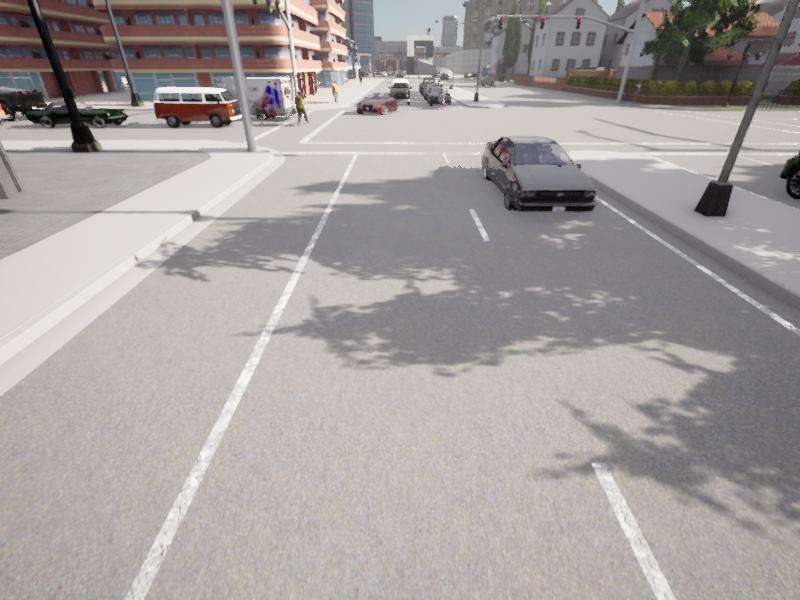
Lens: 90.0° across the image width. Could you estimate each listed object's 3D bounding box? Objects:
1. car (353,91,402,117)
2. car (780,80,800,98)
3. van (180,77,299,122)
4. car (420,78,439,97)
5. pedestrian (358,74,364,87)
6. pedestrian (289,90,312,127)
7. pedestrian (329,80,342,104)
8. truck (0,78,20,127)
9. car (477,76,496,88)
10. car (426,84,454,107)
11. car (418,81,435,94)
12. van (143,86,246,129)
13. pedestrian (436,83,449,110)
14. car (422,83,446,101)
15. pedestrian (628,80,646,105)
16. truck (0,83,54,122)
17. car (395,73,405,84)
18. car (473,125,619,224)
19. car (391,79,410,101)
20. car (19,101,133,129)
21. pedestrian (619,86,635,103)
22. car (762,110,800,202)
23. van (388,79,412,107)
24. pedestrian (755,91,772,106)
[{"bbox_3d":[-1.555,-14.544,29.607,1.994,1.385,4.181,11,32,18],"label":"car"},{"bbox_3d":[41.437,-21.399,40.572,1.970,1.475,3.806,0,30,0],"label":"car"},{"bbox_3d":[-10.157,-13.002,25.914,6.366,2.431,2.351,0,30,0],"label":"van"},{"bbox_3d":[3.513,-25.538,47.940,1.905,1.878,3.866,0,30,0],"label":"car"},{"bbox_3d":[-6.240,-35.014,63.867,0.751,1.860,0.751,-1,30,-2],"label":"pedestrian"},{"bbox_3d":[-5.753,-11.137,23.233,0.751,1.860,0.751,18,35,28],"label":"pedestrian"},{"bbox_3d":[-5.758,-18.603,35.729,0.751,1.860,0.751,26,39,37],"label":"pedestrian"},{"bbox_3d":[-25.836,-11.159,22.715,5.204,2.467,2.627,0,30,-1],"label":"truck"},{"bbox_3d":[15.019,-38.080,69.707,2.152,1.651,5.027,0,30,0],"label":"car"},{"bbox_3d":[3.545,-18.656,36.387,1.930,1.638,5.238,0,30,0],"label":"car"},{"bbox_3d":[3.516,-28.587,53.756,1.895,1.301,4.718,0,30,0],"label":"car"},{"bbox_3d":[-11.608,-11.067,22.981,4.480,2.038,2.069,-1,30,-1],"label":"van"},{"bbox_3d":[3.397,-16.293,32.071,0.751,1.860,0.751,-3,30,-4],"label":"pedestrian"},{"bbox_3d":[3.513,-22.149,42.536,2.163,1.488,4.792,0,30,0],"label":"car"},{"bbox_3d":[20.664,-18.118,34.910,0.751,1.860,0.751,5,31,9],"label":"pedestrian"},{"bbox_3d":[-26.838,-12.742,25.796,6.274,2.098,2.390,0,30,0],"label":"truck"},{"bbox_3d":[0.022,-44.941,81.211,1.932,1.855,4.605,0,31,0],"label":"car"},{"bbox_3d":[3.503,-3.667,10.935,2.033,1.411,5.357,0,30,0],"label":"car"},{"bbox_3d":[0.016,-22.481,42.702,1.932,1.855,4.605,0,31,0],"label":"car"},{"bbox_3d":[-18.532,-10.711,23.111,4.718,1.301,1.895,0,30,-1],"label":"car"},{"bbox_3d":[20.953,-18.969,36.919,0.751,1.300,0.751,3,30,5],"label":"pedestrian"},{"bbox_3d":[11.506,-2.686,8.605,2.150,2.045,5.566,0,30,0],"label":"car"},{"bbox_3d":[0.012,-18.940,36.479,2.069,2.038,4.480,0,30,0],"label":"van"},{"bbox_3d":[30.474,-16.888,33.554,0.500,1.100,0.500,1,30,1],"label":"pedestrian"}]
